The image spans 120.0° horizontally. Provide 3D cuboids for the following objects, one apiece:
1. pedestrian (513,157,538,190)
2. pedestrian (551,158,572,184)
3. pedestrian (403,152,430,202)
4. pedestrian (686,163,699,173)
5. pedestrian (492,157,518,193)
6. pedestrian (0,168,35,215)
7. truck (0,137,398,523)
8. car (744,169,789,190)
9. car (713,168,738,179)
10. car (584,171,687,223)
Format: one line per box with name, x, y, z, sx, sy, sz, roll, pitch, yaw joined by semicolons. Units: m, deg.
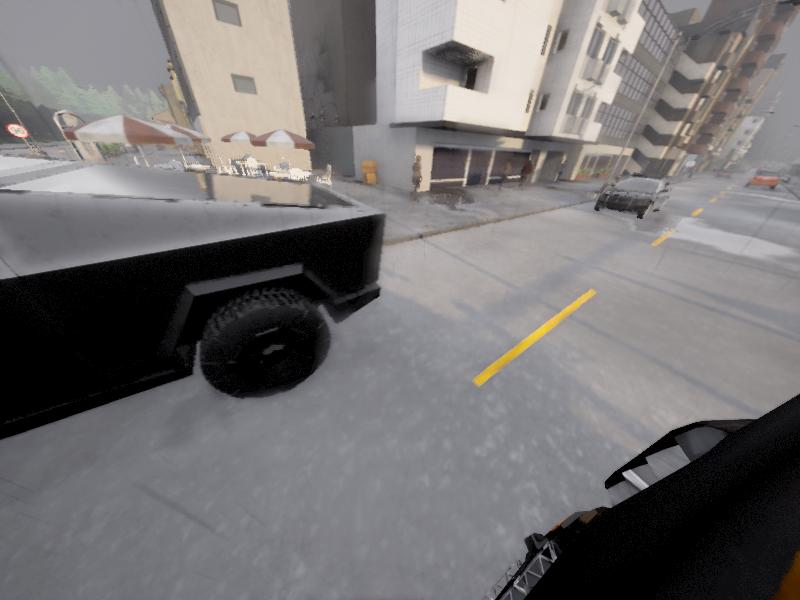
pedestrian;8.460;-8.527;15.615;0.751;1.860;0.751;28;41;32
pedestrian;13.699;-10.939;19.657;0.751;1.860;0.751;28;41;32
pedestrian;0.707;-5.462;10.321;0.751;1.860;0.751;-20;40;-31
pedestrian;66.542;-30.050;52.525;0.751;1.860;0.751;7;34;6
pedestrian;6.396;-7.628;14.111;0.751;1.860;0.751;-25;43;-36
pedestrian;-11.041;-2.996;6.370;0.500;1.100;0.500;14;35;16
truck;-3.337;0.054;1.714;6.274;2.098;2.390;-18;39;-28
car;42.720;-14.146;26.999;4.553;1.767;2.097;-20;40;-31
car;56.286;-21.866;39.930;3.633;1.501;1.845;-20;40;-31
car;11.289;-5.077;11.005;5.238;1.638;1.930;-20;40;-31
